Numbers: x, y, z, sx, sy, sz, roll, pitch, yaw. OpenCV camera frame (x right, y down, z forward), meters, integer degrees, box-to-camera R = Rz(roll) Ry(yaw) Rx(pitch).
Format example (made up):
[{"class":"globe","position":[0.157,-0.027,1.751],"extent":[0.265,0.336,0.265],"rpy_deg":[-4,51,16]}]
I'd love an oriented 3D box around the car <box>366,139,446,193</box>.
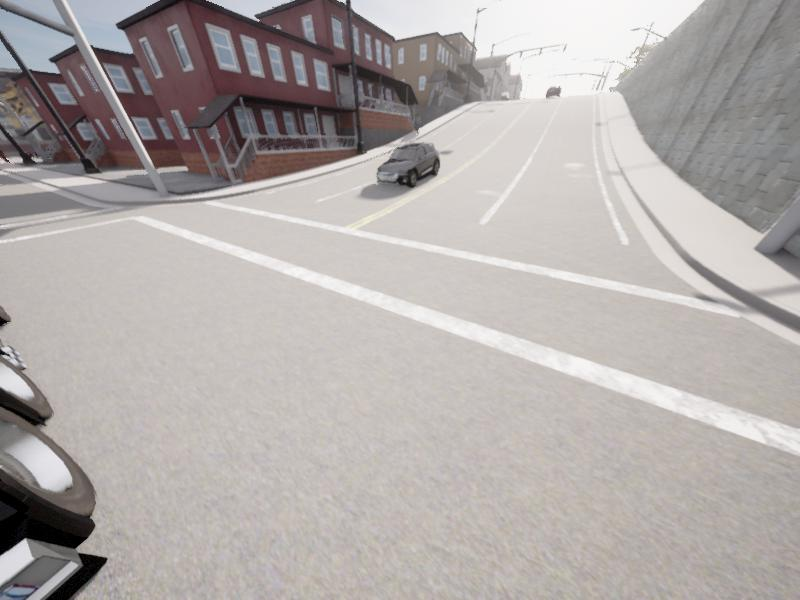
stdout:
[{"class":"car","position":[0.571,-7.357,12.395],"extent":[2.033,1.649,4.856],"rpy_deg":[18,44,24]}]

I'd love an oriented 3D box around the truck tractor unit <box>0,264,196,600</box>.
[{"class":"truck tractor unit","position":[-5.111,-0.299,0.788],"extent":[6.516,4.208,3.053],"rpy_deg":[18,39,24]}]

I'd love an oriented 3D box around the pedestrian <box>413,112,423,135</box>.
[{"class":"pedestrian","position":[1.889,-18.537,24.284],"extent":[0.751,1.860,0.751],"rpy_deg":[17,38,23]}]
